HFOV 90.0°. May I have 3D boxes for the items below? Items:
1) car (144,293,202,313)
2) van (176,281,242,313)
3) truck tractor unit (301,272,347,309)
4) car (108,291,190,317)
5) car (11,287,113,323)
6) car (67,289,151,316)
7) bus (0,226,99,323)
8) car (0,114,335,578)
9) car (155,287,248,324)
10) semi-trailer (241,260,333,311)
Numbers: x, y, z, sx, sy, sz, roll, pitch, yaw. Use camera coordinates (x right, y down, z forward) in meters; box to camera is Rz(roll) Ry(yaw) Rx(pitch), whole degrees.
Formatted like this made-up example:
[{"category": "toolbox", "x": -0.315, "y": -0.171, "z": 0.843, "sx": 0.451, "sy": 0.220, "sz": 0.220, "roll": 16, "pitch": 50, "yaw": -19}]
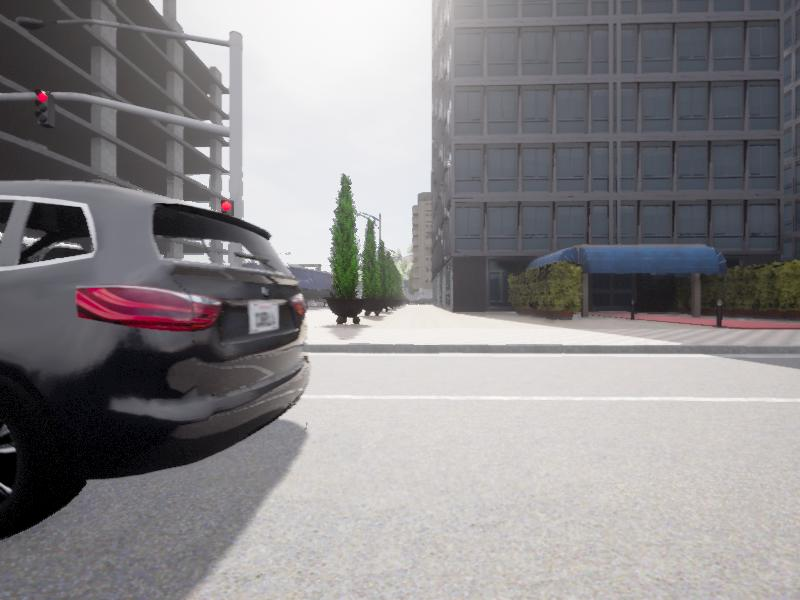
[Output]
[{"category": "car", "x": -19.215, "y": 0.206, "z": 34.167, "sx": 1.801, "sy": 1.575, "sz": 5.366, "roll": 0, "pitch": 0, "yaw": 2}, {"category": "van", "x": -15.737, "y": -0.218, "z": 33.507, "sx": 2.351, "sy": 2.431, "sz": 6.366, "roll": 0, "pitch": 0, "yaw": 2}, {"category": "truck tractor unit", "x": -9.157, "y": -1.115, "z": 48.940, "sx": 3.053, "sy": 4.208, "sz": 6.516, "roll": 0, "pitch": 0, "yaw": 13}, {"category": "car", "x": -16.001, "y": 0.240, "z": 25.909, "sx": 2.128, "sy": 1.511, "sz": 4.902, "roll": 0, "pitch": 0, "yaw": 2}, {"category": "car", "x": -16.229, "y": 0.219, "z": 19.486, "sx": 1.789, "sy": 1.549, "sz": 3.705, "roll": 0, "pitch": 0, "yaw": 2}, {"category": "car", "x": -19.464, "y": 0.161, "z": 27.090, "sx": 2.242, "sy": 1.667, "sz": 4.611, "roll": 0, "pitch": 0, "yaw": 2}, {"category": "bus", "x": -19.655, "y": -1.129, "z": 18.227, "sx": 3.944, "sy": 4.253, "sz": 10.273, "roll": 0, "pitch": 0, "yaw": 2}, {"category": "car", "x": -3.028, "y": 0.158, "z": 2.850, "sx": 4.611, "sy": 1.667, "sz": 2.242, "roll": 0, "pitch": 0, "yaw": 8}, {"category": "car", "x": -9.269, "y": 0.225, "z": 19.268, "sx": 1.882, "sy": 1.535, "sz": 5.008, "roll": 0, "pitch": 0, "yaw": 2}, {"category": "semi-trailer", "x": -10.868, "y": -1.216, "z": 41.214, "sx": 2.717, "sy": 4.402, "sz": 14.254, "roll": 0, "pitch": 0, "yaw": 12}]
